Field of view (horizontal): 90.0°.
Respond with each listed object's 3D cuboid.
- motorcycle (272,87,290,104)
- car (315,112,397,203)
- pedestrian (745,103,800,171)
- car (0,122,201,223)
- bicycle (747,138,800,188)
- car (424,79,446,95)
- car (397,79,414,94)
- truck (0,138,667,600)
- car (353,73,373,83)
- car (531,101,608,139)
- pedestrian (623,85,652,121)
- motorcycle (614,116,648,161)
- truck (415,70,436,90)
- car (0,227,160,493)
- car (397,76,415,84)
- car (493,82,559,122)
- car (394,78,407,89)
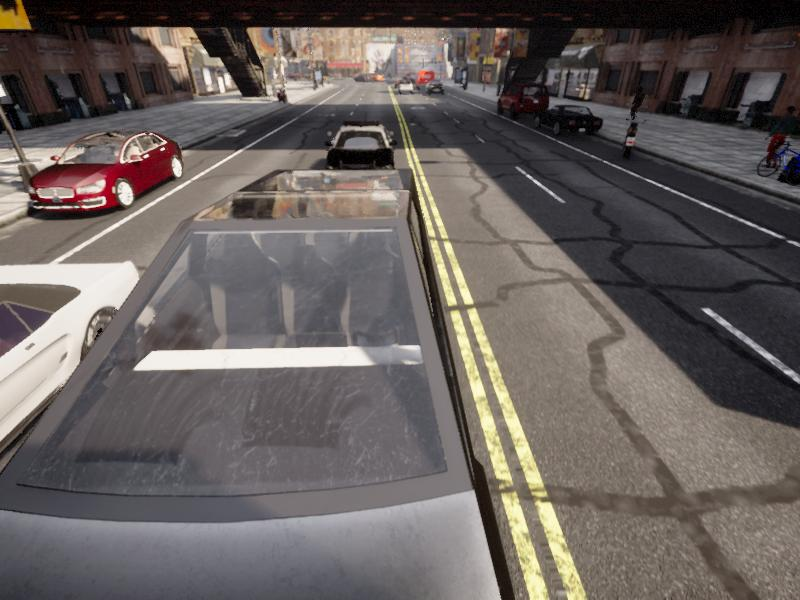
[{"bbox_3d":[-10.536,-18.080,35.365,0.856,1.236,1.805,-18,35,-28],"label":"motorcycle"},{"bbox_3d":[-1.147,-4.548,12.146,1.930,1.638,5.238,-1,30,-2],"label":"car"},{"bbox_3d":[11.847,-5.086,12.495,0.751,1.860,0.751,-2,30,-4],"label":"pedestrian"},{"bbox_3d":[-7.605,-3.641,10.703,2.231,1.521,4.892,-1,30,-2],"label":"car"},{"bbox_3d":[10.920,-3.877,11.281,0.373,1.024,1.643,7,30,-7],"label":"bicycle"},{"bbox_3d":[4.248,-26.388,49.554,2.038,1.542,4.974,-1,30,-2],"label":"car"},{"bbox_3d":[0.678,-27.263,51.019,1.851,1.617,3.988,-1,30,-2],"label":"car"},{"bbox_3d":[-0.751,0.112,3.728,2.390,2.098,6.274,-1,30,-2],"label":"truck"},{"bbox_3d":[-8.013,-47.889,86.330,2.242,1.667,4.611,-21,36,-32],"label":"car"},{"bbox_3d":[8.670,-9.545,21.015,1.895,1.301,4.718,-1,30,-2],"label":"car"},{"bbox_3d":[14.087,-11.681,23.767,0.751,1.860,0.751,-5,31,-9],"label":"pedestrian"},{"bbox_3d":[8.870,-6.240,15.347,0.764,1.277,2.356,15,33,23],"label":"motorcycle"},{"bbox_3d":[3.741,-33.152,60.211,2.627,2.467,5.204,-1,30,-2],"label":"truck"},{"bbox_3d":[-4.251,0.853,3.257,1.895,1.301,4.718,-1,30,-2],"label":"car"},{"bbox_3d":[1.196,-42.851,77.861,1.994,1.385,4.181,-11,32,-18],"label":"car"},{"bbox_3d":[8.332,-13.592,27.207,2.435,2.045,5.566,-1,30,-2],"label":"car"},{"bbox_3d":[0.082,-34.610,63.858,1.895,1.301,4.718,-1,30,-2],"label":"car"}]
